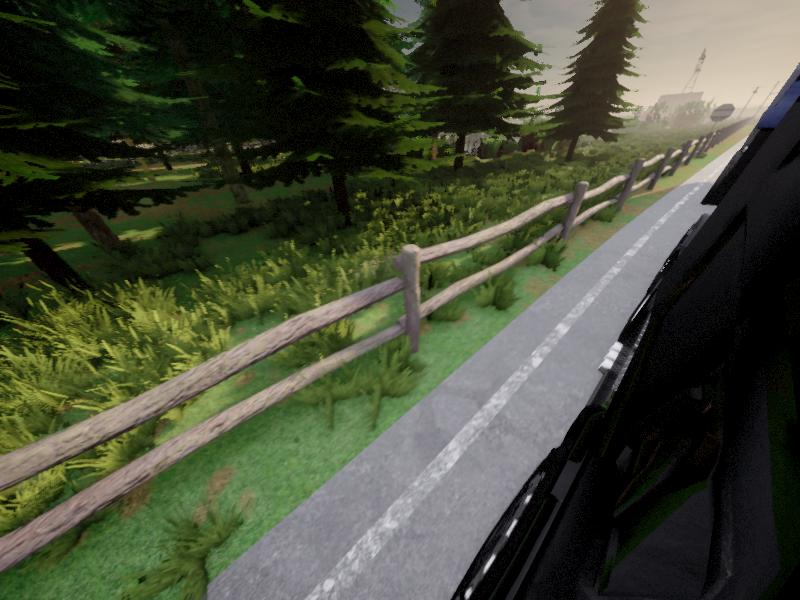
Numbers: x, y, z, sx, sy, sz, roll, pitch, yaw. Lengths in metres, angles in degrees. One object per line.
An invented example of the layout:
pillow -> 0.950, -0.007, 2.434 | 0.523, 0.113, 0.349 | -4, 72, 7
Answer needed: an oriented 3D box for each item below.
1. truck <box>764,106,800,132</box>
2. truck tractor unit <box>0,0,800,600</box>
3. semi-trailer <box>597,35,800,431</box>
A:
truck -> 48.385, -22.376, 28.528 | 5.204, 2.467, 2.627 | -26, 43, -28
truck tractor unit -> 2.645, -0.295, 0.351 | 6.516, 4.208, 3.053 | -28, 44, -30
semi-trailer -> 8.740, -3.571, 4.194 | 14.254, 4.402, 2.717 | -28, 43, -29
